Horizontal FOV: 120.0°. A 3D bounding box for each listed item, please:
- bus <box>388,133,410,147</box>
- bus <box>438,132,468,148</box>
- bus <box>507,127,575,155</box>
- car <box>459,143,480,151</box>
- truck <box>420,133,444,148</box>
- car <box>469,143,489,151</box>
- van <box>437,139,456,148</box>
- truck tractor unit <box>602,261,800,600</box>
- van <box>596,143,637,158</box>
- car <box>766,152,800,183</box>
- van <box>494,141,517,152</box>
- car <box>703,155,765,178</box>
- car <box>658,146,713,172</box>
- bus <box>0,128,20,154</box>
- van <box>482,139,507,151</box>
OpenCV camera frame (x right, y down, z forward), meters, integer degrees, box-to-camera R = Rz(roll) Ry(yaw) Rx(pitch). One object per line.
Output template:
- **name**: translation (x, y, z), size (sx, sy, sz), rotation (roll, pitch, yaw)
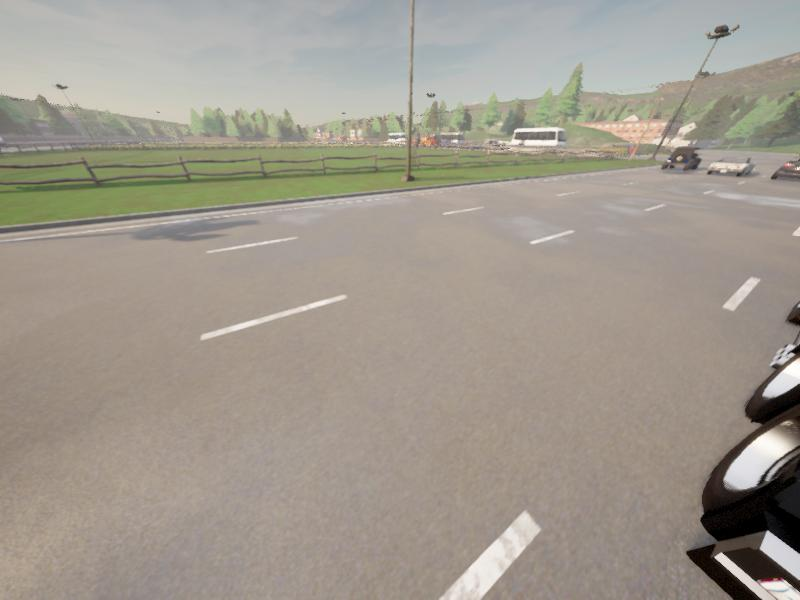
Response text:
- **bus**: translation (-0.678, -63.085, 90.868), size (3.944, 4.253, 10.273), rotation (-19, 39, -25)
- **bus**: translation (18.367, -56.447, 81.543), size (3.944, 4.253, 10.273), rotation (-19, 39, -25)
- **bus**: translation (27.713, -31.809, 46.269), size (3.944, 4.253, 10.273), rotation (-19, 39, -25)
- **car**: translation (18.047, -39.869, 60.115), size (2.242, 1.667, 4.611), rotation (-19, 39, -25)
- **truck**: translation (10.227, -52.256, 75.809), size (2.891, 3.827, 8.468), rotation (-19, 39, -25)
- **car**: translation (21.059, -40.859, 61.598), size (1.837, 1.490, 4.892), rotation (-19, 39, -25)
- **van**: translation (15.939, -53.990, 79.583), size (2.351, 2.431, 6.366), rotation (-19, 39, -25)
- **truck tractor unit**: translation (5.111, -0.299, 0.791), size (6.516, 4.208, 3.053), rotation (-18, 39, -24)
- **van**: translation (36.987, -25.740, 39.639), size (1.775, 1.987, 4.442), rotation (-19, 39, -25)
- **car**: translation (29.550, -9.583, 16.628), size (4.611, 1.667, 2.242), rotation (-16, 38, -22)
- **van**: translation (25.296, -37.001, 55.624), size (2.069, 2.038, 4.480), rotation (-19, 40, -25)
- **car**: translation (27.660, -11.113, 19.133), size (4.718, 1.301, 1.895), rotation (-18, 39, -25)
- **car**: translation (27.250, -13.552, 22.111), size (3.866, 1.878, 1.905), rotation (-19, 39, -25)
- **bus**: translation (-63.621, -23.636, 33.531), size (3.944, 4.253, 10.273), rotation (-18, 39, -25)
- **van**: translation (25.024, -41.384, 61.452), size (1.988, 2.561, 5.915), rotation (-19, 39, -25)
